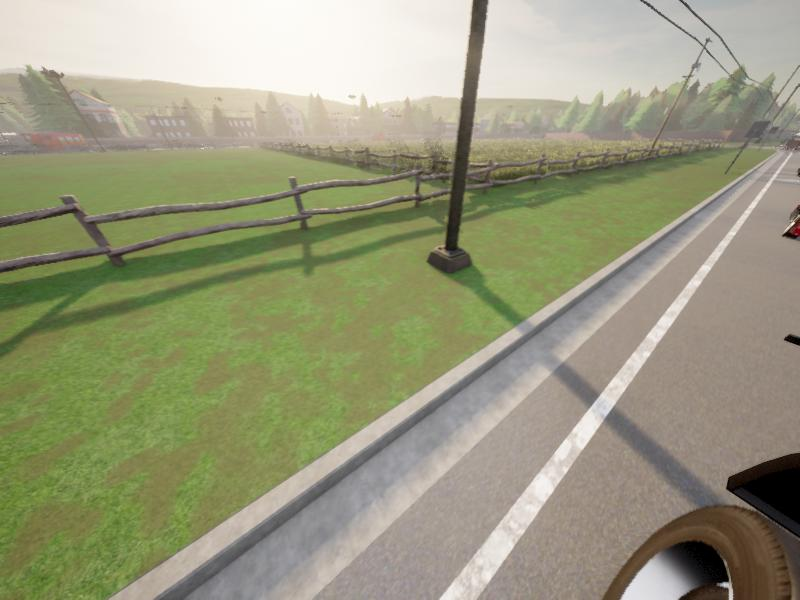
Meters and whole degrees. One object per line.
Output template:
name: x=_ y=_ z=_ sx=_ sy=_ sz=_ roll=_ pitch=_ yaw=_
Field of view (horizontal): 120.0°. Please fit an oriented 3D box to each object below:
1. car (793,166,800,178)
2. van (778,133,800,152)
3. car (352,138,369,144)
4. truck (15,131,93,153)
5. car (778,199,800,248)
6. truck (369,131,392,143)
car: x=25.986 y=-8.260 z=13.657 sx=5.027 sy=1.651 sz=2.152 roll=-22 pitch=41 yaw=-28
van: x=54.604 y=-21.289 z=31.136 sx=2.069 sy=2.038 sz=4.480 roll=24 pitch=42 yaw=29
car: x=-13.606 y=-55.206 z=80.364 sx=5.366 sy=1.575 sz=1.801 roll=-22 pitch=41 yaw=-27
truck: x=-76.393 y=-35.346 z=51.517 sx=8.468 sy=3.827 sz=2.891 roll=-22 pitch=41 yaw=-27
car: x=11.587 y=-2.197 z=5.591 sx=4.181 sy=1.385 sz=1.994 roll=-22 pitch=41 yaw=-28
truck: x=-7.224 y=-61.232 z=86.754 sx=8.468 sy=3.827 sz=2.891 roll=-22 pitch=41 yaw=-27
